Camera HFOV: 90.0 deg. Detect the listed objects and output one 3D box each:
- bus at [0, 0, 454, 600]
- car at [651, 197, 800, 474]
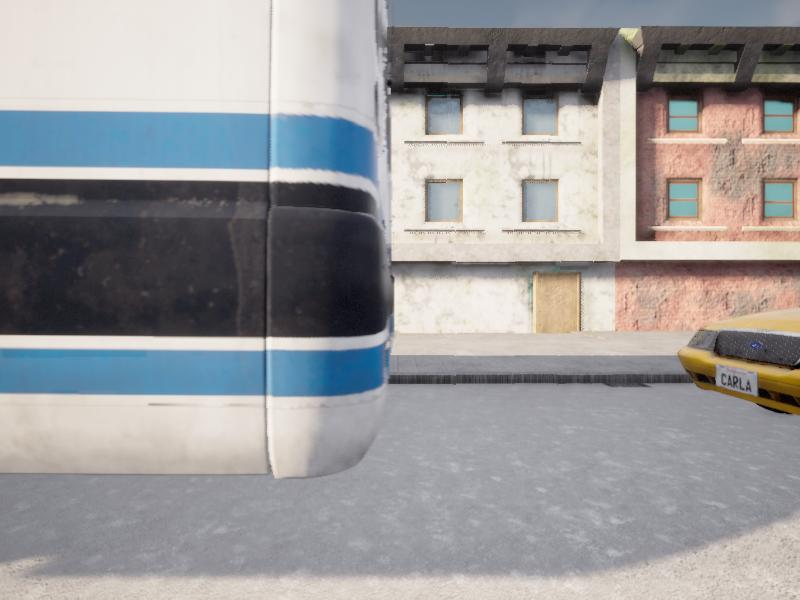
[{"bbox_3d":[-5.061,-1.129,2.541,10.273,4.253,3.944,1,0,0],"label":"bus"},{"bbox_3d":[4.951,0.201,2.723,5.366,1.575,1.801,0,0,0],"label":"car"}]
